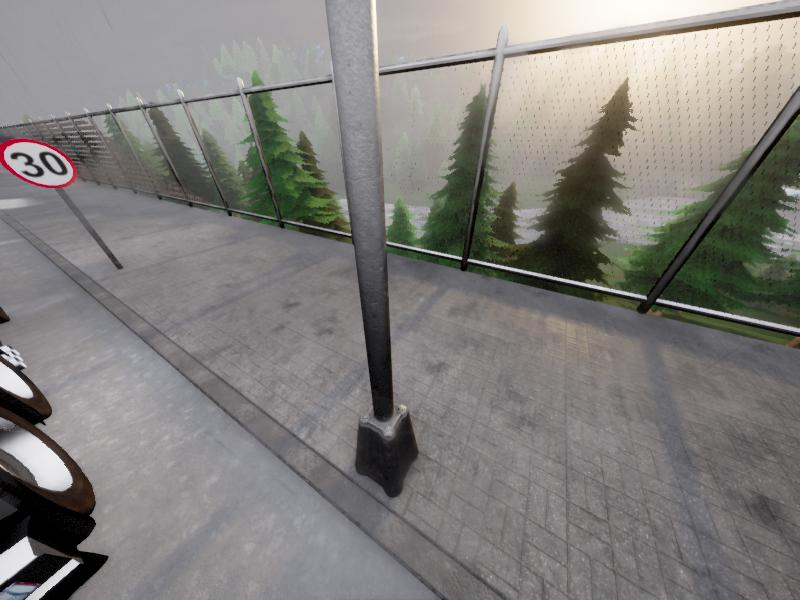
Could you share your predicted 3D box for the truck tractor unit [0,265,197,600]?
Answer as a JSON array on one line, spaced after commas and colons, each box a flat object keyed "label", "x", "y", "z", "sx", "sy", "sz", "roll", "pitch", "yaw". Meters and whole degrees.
[{"label": "truck tractor unit", "x": -5.113, "y": -0.299, "z": 0.779, "sx": 6.516, "sy": 4.208, "sz": 3.053, "roll": 18, "pitch": 39, "yaw": 24}]
